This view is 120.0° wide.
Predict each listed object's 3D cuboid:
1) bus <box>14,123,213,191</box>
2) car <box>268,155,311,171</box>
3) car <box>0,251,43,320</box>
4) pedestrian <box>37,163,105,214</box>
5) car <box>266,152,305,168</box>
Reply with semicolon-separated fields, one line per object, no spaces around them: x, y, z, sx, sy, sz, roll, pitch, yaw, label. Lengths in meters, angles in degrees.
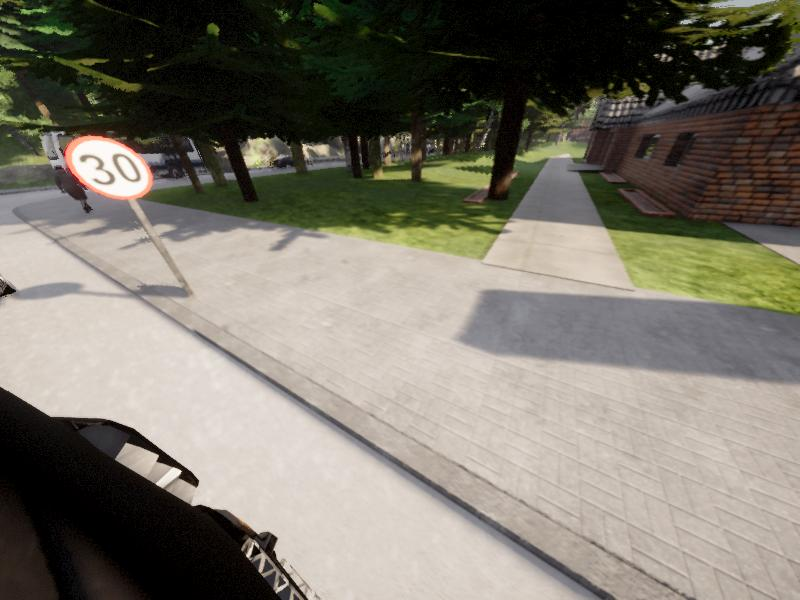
-24.971;-13.414;21.555;3.944;4.253;10.273;16;38;25;bus
-14.539;-18.390;30.841;1.837;1.490;4.892;16;38;25;car
-9.155;-0.644;4.113;5.357;1.411;2.033;16;38;25;car
-14.076;-4.806;9.972;0.751;1.860;0.751;-23;39;-28;pedestrian
-16.848;-20.701;34.159;2.097;1.767;4.553;16;38;25;car
